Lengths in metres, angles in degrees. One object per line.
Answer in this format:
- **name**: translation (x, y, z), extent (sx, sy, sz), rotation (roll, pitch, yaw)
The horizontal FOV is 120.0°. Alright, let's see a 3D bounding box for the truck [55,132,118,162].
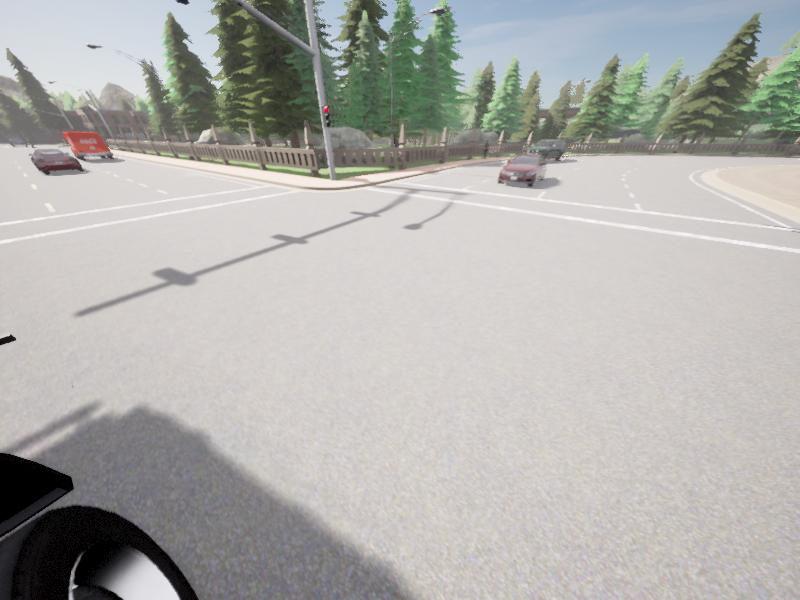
- **truck**: translation (-33.794, -16.626, 24.957), extent (5.204, 2.467, 2.627), rotation (22, 41, 28)

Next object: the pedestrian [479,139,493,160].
- **pedestrian**: translation (9.204, -16.016, 24.637), extent (0.751, 1.860, 0.751), rotation (-28, 44, -34)

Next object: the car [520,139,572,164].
- **car**: translation (15.930, -16.308, 25.261), extent (5.566, 2.045, 2.150), rotation (-23, 41, -29)

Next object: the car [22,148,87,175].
- **car**: translation (-25.627, -10.359, 17.141), extent (4.181, 1.385, 1.994), rotation (22, 41, 28)

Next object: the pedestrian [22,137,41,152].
- **pedestrian**: translation (-56.280, -23.756, 35.291), extent (0.751, 1.860, 0.751), rotation (23, 41, 29)

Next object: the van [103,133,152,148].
- **van**: translation (-58.110, -34.181, 49.447), extent (1.988, 2.561, 5.915), rotation (22, 41, 28)

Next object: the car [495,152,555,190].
- **car**: translation (7.418, -7.719, 13.572), extent (1.812, 1.442, 4.674), rotation (24, 41, 29)
